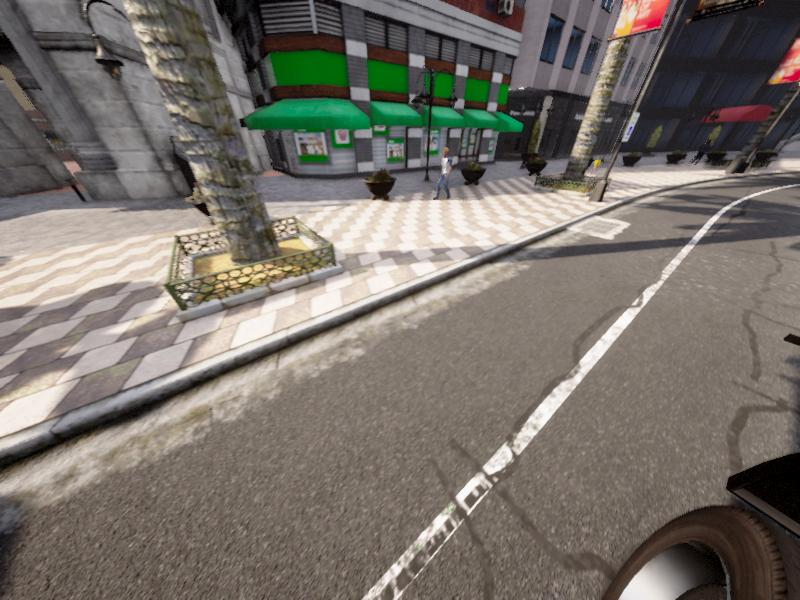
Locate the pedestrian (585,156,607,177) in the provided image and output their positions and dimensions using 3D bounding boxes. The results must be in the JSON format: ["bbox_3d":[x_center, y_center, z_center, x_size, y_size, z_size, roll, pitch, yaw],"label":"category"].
[{"bbox_3d":[11.994,-8.171,14.140,0.500,1.100,0.500,-18,39,-23],"label":"pedestrian"}]

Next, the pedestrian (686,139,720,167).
[{"bbox_3d":[24.501,-11.947,18.739,0.751,1.860,0.751,-17,38,-22],"label":"pedestrian"}]

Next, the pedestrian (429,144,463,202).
[{"bbox_3d":[1.710,-4.834,8.826,0.751,1.860,0.751,-23,41,-28],"label":"pedestrian"}]
